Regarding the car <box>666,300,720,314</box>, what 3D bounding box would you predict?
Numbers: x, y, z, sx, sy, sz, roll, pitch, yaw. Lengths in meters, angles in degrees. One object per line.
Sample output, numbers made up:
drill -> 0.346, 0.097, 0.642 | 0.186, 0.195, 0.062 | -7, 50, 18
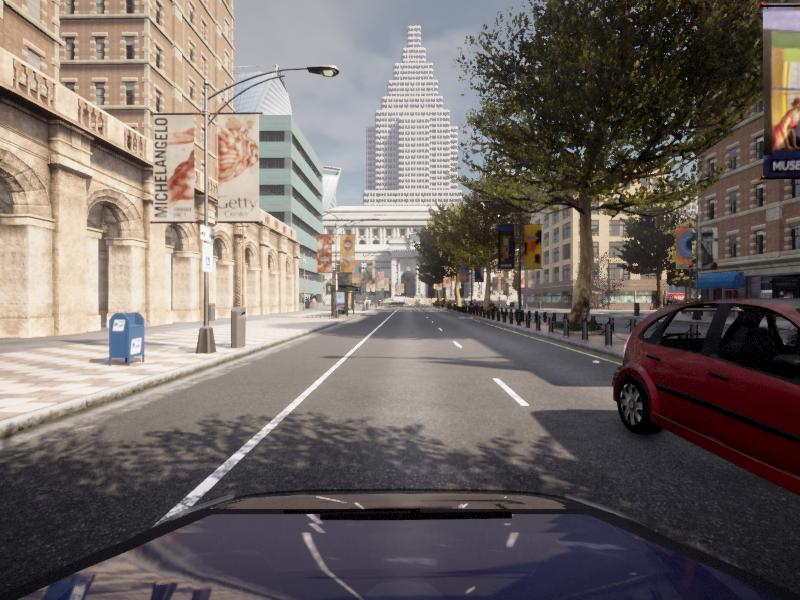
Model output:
car -> 34.731, 0.826, 47.556 | 4.974, 1.542, 2.038 | 0, 0, -1

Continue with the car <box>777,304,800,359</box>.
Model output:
car -> 11.713, 0.853, 9.499 | 1.970, 1.475, 3.806 | 0, 0, 1

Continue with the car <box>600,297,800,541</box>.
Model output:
car -> 3.587, 0.788, 3.390 | 1.851, 1.617, 3.988 | 0, 0, 1

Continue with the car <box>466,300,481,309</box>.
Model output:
car -> 12.915, 0.823, 70.753 | 1.882, 1.535, 5.008 | 0, 0, 1
